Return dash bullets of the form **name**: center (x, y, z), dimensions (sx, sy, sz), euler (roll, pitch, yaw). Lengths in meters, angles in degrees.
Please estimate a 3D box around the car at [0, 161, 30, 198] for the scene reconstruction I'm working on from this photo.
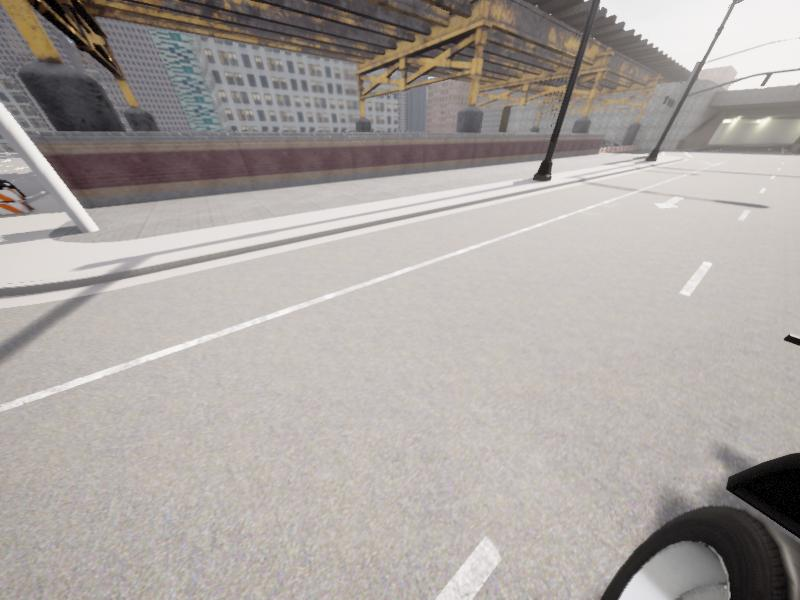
- **car**: center (-18.235, -4.444, 8.731), dimensions (4.536, 1.218, 1.853), euler (-4, 35, -5)

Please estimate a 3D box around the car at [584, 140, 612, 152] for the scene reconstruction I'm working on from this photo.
- **car**: center (33.428, -26.098, 39.157), dimensions (2.038, 1.542, 4.974), euler (11, 37, 15)

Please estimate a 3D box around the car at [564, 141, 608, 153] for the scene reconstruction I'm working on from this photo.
- **car**: center (29.662, -24.549, 37.001), dimensions (4.974, 1.542, 2.038), euler (5, 36, 7)

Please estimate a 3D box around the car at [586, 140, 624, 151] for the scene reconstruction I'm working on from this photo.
- **car**: center (37.369, -28.266, 42.189), dimensions (4.974, 1.542, 2.038), euler (-4, 35, -5)

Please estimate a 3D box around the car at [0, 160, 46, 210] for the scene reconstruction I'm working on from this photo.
- **car**: center (-18.183, -4.319, 8.827), dimensions (4.974, 1.542, 2.038), euler (-4, 35, -5)

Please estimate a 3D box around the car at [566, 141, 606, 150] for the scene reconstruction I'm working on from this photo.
- **car**: center (29.609, -24.682, 36.917), dimensions (4.536, 1.218, 1.853), euler (5, 36, 7)
